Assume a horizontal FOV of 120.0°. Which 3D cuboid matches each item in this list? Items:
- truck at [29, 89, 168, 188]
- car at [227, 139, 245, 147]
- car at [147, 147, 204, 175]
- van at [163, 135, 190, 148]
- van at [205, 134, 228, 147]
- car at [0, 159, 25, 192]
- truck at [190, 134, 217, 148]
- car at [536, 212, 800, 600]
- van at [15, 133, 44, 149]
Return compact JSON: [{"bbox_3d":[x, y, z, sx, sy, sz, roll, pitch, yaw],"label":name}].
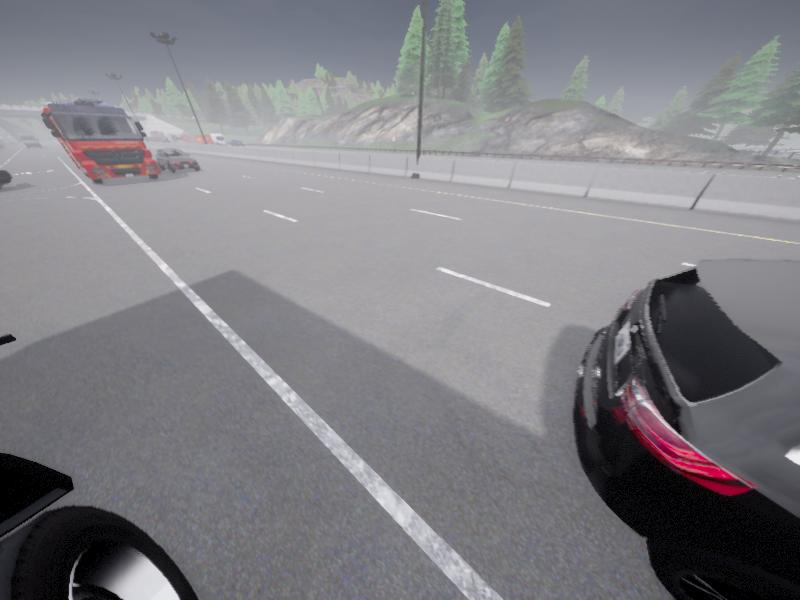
[{"bbox_3d":[-18.136,-9.520,13.932,8.468,3.827,2.891,24,42,30],"label":"truck"},{"bbox_3d":[-41.503,-39.721,58.448,4.193,1.474,1.816,24,42,30],"label":"car"},{"bbox_3d":[-17.030,-10.642,17.549,4.193,1.474,1.816,25,42,30],"label":"car"},{"bbox_3d":[-52.599,-37.439,54.365,6.366,2.431,2.351,24,42,30],"label":"van"},{"bbox_3d":[-45.269,-39.313,56.910,5.915,2.561,1.988,24,42,30],"label":"van"},{"bbox_3d":[-20.283,-4.974,9.698,1.895,1.301,4.718,-4,36,-5],"label":"car"},{"bbox_3d":[-45.452,-36.782,53.429,5.204,2.467,2.627,24,42,30],"label":"truck"},{"bbox_3d":[3.516,1.178,0.794,4.611,1.667,2.242,24,42,30],"label":"car"},{"bbox_3d":[-75.217,-32.341,46.962,5.915,2.561,1.988,24,42,30],"label":"van"}]
